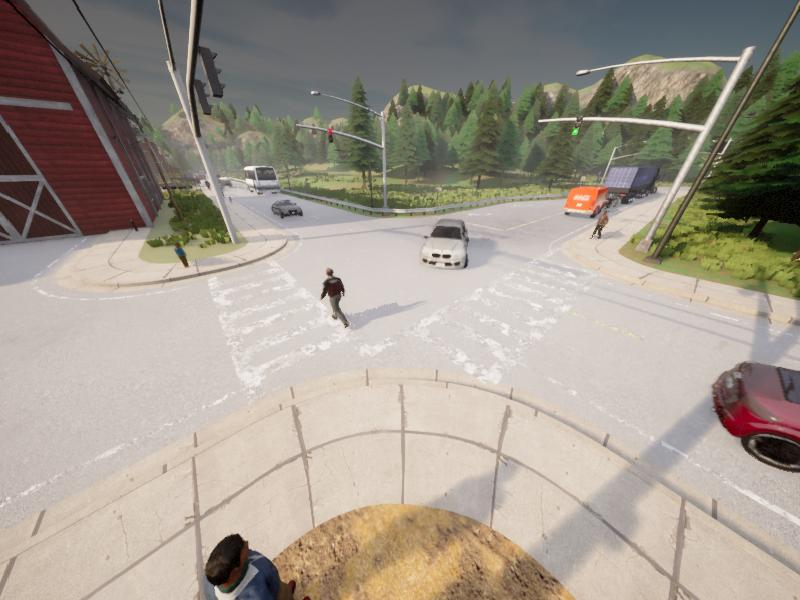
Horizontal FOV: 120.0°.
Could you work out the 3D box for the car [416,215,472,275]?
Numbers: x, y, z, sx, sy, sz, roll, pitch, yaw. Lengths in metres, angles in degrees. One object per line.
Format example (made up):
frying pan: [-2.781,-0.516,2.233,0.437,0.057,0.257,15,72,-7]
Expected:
car: [2.423,-3.102,12.025,2.242,1.667,4.611,8,31,14]

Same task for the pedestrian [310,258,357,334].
pedestrian: [-1.840,-0.112,6.586,0.751,1.860,0.751,25,38,36]

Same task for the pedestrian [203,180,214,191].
pedestrian: [-36.584,-21.955,44.161,0.751,1.860,0.751,17,34,27]

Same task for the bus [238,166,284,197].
bus: [-24.512,-20.990,40.454,3.944,4.253,10.273,-22,37,-33]

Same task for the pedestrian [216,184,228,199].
pedestrian: [-25.246,-15.409,32.824,0.751,1.860,0.751,-16,33,-25]

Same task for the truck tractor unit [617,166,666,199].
truck tractor unit: [37.245,-18.221,35.642,6.516,4.208,3.053,-22,37,-33]

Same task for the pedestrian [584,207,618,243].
pedestrian: [12.023,-4.495,13.866,0.751,1.860,0.751,-13,33,-22]

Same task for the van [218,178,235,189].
van: [-38.156,-25.647,50.733,2.069,2.038,4.480,-22,37,-33]

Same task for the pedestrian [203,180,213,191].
pedestrian: [-36.324,-21.702,43.724,0.751,1.860,0.751,27,39,38]

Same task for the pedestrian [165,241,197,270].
pedestrian: [-9.681,-1.971,10.255,0.500,1.100,0.500,9,31,15]

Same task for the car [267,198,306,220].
car: [-11.084,-8.948,22.479,1.994,1.385,4.181,-22,37,-33]

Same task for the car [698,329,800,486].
car: [7.498,2.300,2.997,1.994,1.385,4.181,-23,37,-34]

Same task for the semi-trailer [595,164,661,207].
semi-trailer: [31.130,-15.800,31.241,14.254,4.402,2.717,-22,37,-34]

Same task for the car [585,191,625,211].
car: [23.812,-11.551,26.810,4.902,1.511,2.128,-22,37,-33]

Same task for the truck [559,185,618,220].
truck: [18.192,-9.531,22.327,5.204,2.467,2.627,-23,37,-34]

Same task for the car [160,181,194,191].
car: [-45.444,-23.247,47.133,4.792,1.488,2.163,-24,37,-35]
